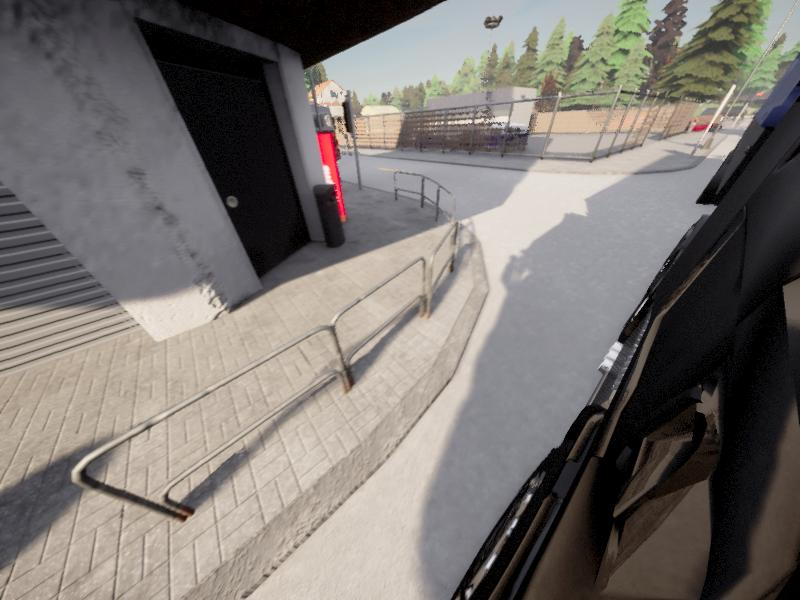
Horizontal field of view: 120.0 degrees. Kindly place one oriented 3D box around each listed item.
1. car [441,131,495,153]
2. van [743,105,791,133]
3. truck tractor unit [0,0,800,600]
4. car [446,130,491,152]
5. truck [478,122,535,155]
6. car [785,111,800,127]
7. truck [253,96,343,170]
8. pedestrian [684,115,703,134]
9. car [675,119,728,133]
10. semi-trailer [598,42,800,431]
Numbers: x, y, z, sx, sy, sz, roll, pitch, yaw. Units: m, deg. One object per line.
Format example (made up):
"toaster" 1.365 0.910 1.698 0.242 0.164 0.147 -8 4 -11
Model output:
"car" 6.609 -15.343 22.369 5.357 1.415 2.033 -28 44 -30
"van" 45.454 -22.468 28.734 5.915 2.561 1.988 -28 44 -30
"truck tractor unit" 2.645 -0.295 0.351 6.516 4.208 3.053 -28 44 -30
"car" 6.583 -15.566 22.548 1.789 1.547 3.705 -28 44 -30
"truck" 9.018 -13.775 19.622 4.478 2.038 2.069 -28 44 -30
"car" 62.546 -28.179 35.871 4.605 1.855 1.932 -28 44 -30
"truck" -8.115 -12.854 18.031 2.891 3.827 8.468 -28 44 -30
"pedestrian" 37.054 -22.190 29.196 0.751 1.860 0.751 27 46 33
"car" 41.474 -24.019 31.918 1.816 1.474 4.193 -30 45 -32
"semi-trailer" 8.695 -3.603 4.237 14.254 4.402 2.717 -28 44 -30
